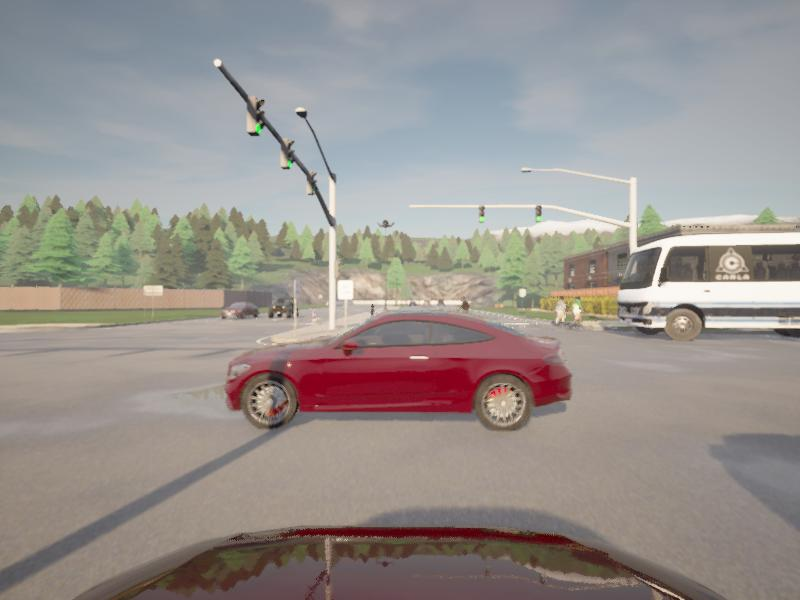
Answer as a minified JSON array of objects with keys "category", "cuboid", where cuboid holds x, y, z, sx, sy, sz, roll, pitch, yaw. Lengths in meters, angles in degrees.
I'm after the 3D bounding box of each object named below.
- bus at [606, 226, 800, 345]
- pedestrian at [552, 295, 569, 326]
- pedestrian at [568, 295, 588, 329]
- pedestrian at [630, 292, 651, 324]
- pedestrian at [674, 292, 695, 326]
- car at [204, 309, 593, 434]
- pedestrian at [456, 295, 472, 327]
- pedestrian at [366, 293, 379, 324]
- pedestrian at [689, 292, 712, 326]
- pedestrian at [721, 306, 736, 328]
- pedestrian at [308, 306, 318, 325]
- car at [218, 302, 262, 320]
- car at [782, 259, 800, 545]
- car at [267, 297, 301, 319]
[{"category":"bus","cuboid":[14.554,-0.524,16.270,10.273,4.253,3.944,0,0,8]},{"category":"pedestrian","cuboid":[9.786,0.654,24.361,0.751,1.860,0.751,0,0,0]},{"category":"pedestrian","cuboid":[9.971,0.650,22.464,0.751,1.860,0.751,0,0,-6]},{"category":"pedestrian","cuboid":[13.910,0.463,23.152,0.751,1.860,0.751,0,0,3]},{"category":"pedestrian","cuboid":[16.158,0.492,22.747,0.751,1.860,0.751,0,0,14]},{"category":"car","cuboid":[-0.021,0.873,5.708,4.674,1.442,1.812,0,0,1]},{"category":"pedestrian","cuboid":[3.776,0.650,23.551,0.751,1.860,0.751,0,0,-4]},{"category":"pedestrian","cuboid":[-1.688,0.498,24.660,0.751,1.860,0.751,0,0,2]},{"category":"pedestrian","cuboid":[16.899,0.498,22.493,0.751,1.860,0.751,0,0,-5]},{"category":"pedestrian","cuboid":[17.116,0.877,20.843,0.500,1.100,0.500,0,0,-38]},{"category":"pedestrian","cuboid":[-4.956,0.877,22.778,0.500,1.100,0.500,0,0,-17]},{"category":"car","cuboid":[-13.893,0.889,35.051,1.812,1.442,4.674,0,0,2]},{"category":"car","cuboid":[3.529,0.643,0.783,1.905,1.878,3.866,0,-1,2]},{"category":"car","cuboid":[-10.360,0.666,36.026,1.905,1.878,3.866,0,0,2]}]
